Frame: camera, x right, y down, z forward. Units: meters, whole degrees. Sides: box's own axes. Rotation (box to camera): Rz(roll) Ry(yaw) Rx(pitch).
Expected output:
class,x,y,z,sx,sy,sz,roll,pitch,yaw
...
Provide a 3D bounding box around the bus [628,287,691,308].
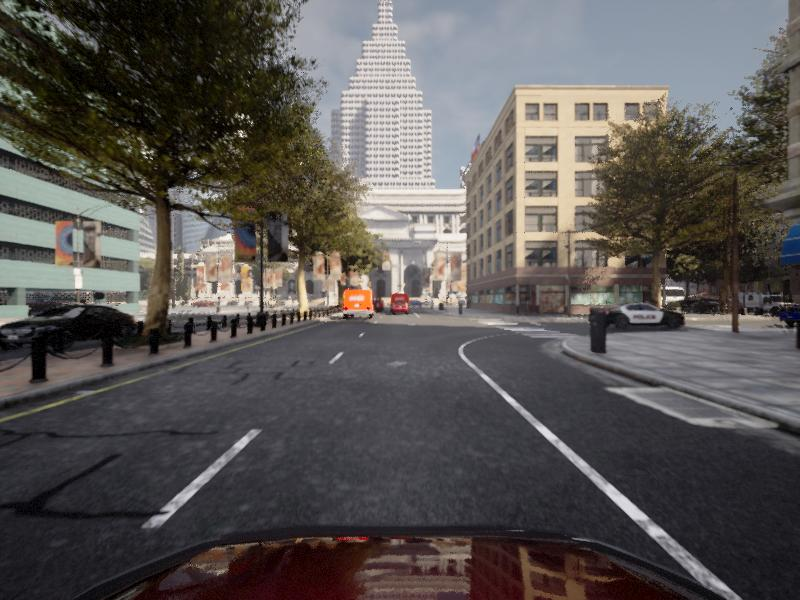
class,x,y,z,sx,sy,sz,roll,pitch,yaw
bus,52.814,-0.555,81.705,10.273,4.253,3.944,0,0,0

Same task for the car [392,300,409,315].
class,x,y,z,sx,sy,sz,roll,pitch,yaw
car,0.033,0.780,44.303,1.851,1.617,3.988,0,0,0

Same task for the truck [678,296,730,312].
class,x,y,z,sx,sy,sz,roll,pitch,yaw
truck,41.463,0.531,54.810,2.390,2.098,6.274,0,0,0

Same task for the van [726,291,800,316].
class,x,y,z,sx,sy,sz,roll,pitch,yaw
van,37.976,0.370,41.959,2.351,2.431,6.366,0,0,0

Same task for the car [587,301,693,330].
class,x,y,z,sx,sy,sz,roll,pitch,yaw
car,13.628,0.825,22.904,4.974,1.542,2.038,0,0,-5

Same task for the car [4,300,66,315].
class,x,y,z,sx,sy,sz,roll,pitch,yaw
car,-38.448,0.709,42.317,2.128,1.511,4.902,0,0,0

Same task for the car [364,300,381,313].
class,x,y,z,sx,sy,sz,roll,pitch,yaw
car,-3.495,0.778,51.297,1.851,1.617,3.988,0,0,0

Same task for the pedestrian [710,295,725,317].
class,x,y,z,sx,sy,sz,roll,pitch,yaw
pedestrian,26.783,0.478,33.730,0.751,1.860,0.751,0,0,13

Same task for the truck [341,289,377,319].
class,x,y,z,sx,sy,sz,roll,pitch,yaw
truck,-3.494,0.348,34.981,2.627,2.467,5.204,0,0,0

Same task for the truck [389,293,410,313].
class,x,y,z,sx,sy,sz,roll,pitch,yaw
truck,-0.002,0.347,52.525,2.627,2.467,5.204,0,0,0

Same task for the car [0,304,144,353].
class,x,y,z,sx,sy,sz,roll,pitch,yaw
car,-11.524,0.867,14.255,1.812,1.442,4.674,0,0,0

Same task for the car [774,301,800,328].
class,x,y,z,sx,sy,sz,roll,pitch,yaw
car,25.058,0.818,23.232,5.008,1.535,1.882,0,0,-1
